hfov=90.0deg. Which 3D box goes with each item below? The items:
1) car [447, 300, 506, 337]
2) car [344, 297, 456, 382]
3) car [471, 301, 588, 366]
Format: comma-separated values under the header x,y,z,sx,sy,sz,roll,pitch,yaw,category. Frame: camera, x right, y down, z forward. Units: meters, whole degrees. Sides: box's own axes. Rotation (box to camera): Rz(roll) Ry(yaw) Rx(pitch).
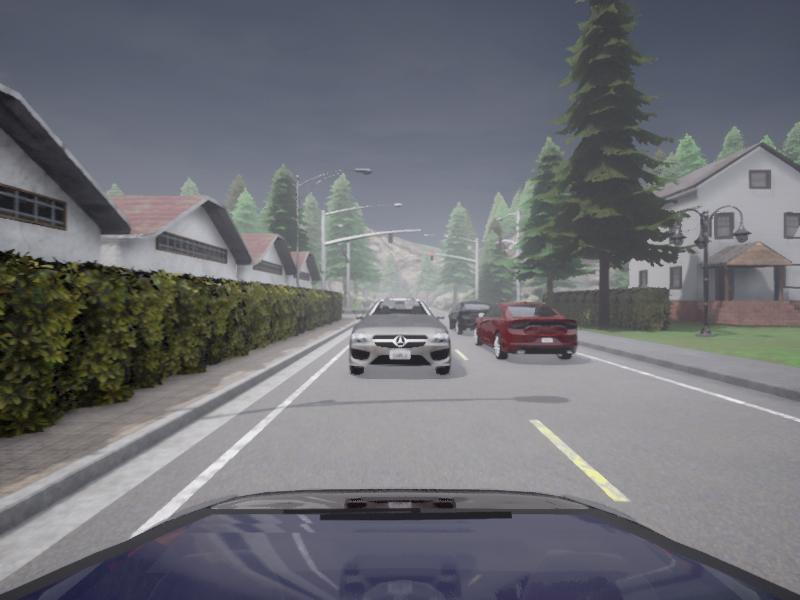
x,y,z,sx,sy,sz,roll,pitch,yaw,category
3.514,0.792,19.373,1.882,1.535,5.008,0,0,0,car
-0.002,0.764,10.245,2.152,1.651,5.027,0,0,0,car
3.510,0.803,11.990,1.882,1.535,5.008,0,0,0,car
